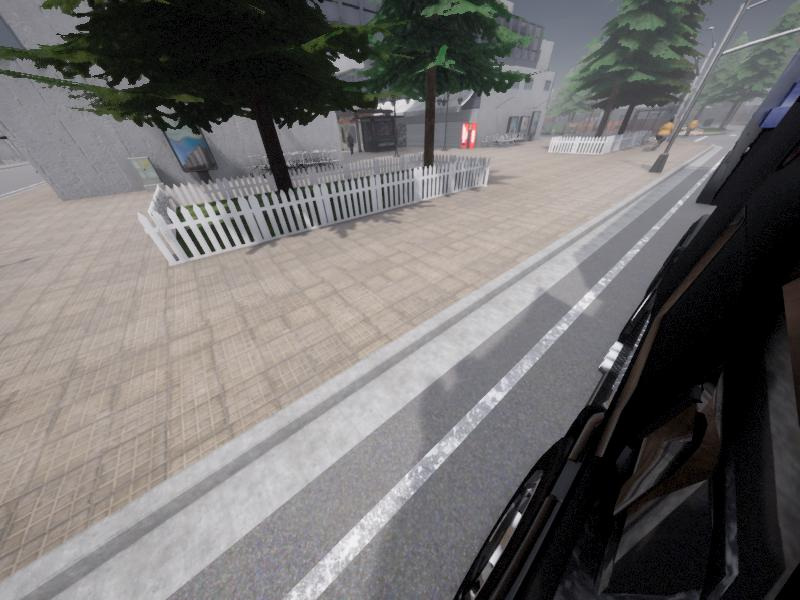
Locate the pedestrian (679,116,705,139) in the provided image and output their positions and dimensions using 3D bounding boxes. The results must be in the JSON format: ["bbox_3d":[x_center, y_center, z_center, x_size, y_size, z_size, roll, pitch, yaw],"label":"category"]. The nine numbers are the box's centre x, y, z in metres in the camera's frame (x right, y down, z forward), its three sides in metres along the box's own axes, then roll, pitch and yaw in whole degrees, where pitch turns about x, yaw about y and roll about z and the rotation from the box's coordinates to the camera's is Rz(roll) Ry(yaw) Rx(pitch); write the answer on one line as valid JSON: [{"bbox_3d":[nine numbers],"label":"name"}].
[{"bbox_3d":[30.996,-18.349,24.583,0.751,1.860,0.751,-15,38,-16],"label":"pedestrian"}]

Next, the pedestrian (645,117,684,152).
[{"bbox_3d":[17.639,-11.061,15.458,0.751,1.860,0.751,-17,39,-18],"label":"pedestrian"}]

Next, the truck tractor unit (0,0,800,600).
[{"bbox_3d":[2.645,-0.295,0.352,6.516,4.208,3.053,-28,44,-30],"label":"truck tractor unit"}]

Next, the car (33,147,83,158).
[{"bbox_3d":[-61.387,-26.616,41.628,1.895,1.301,4.718,9,38,15],"label":"car"}]

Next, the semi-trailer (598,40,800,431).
[{"bbox_3d":[8.678,-3.621,4.245,14.254,4.402,2.717,-28,44,-30],"label":"semi-trailer"}]
